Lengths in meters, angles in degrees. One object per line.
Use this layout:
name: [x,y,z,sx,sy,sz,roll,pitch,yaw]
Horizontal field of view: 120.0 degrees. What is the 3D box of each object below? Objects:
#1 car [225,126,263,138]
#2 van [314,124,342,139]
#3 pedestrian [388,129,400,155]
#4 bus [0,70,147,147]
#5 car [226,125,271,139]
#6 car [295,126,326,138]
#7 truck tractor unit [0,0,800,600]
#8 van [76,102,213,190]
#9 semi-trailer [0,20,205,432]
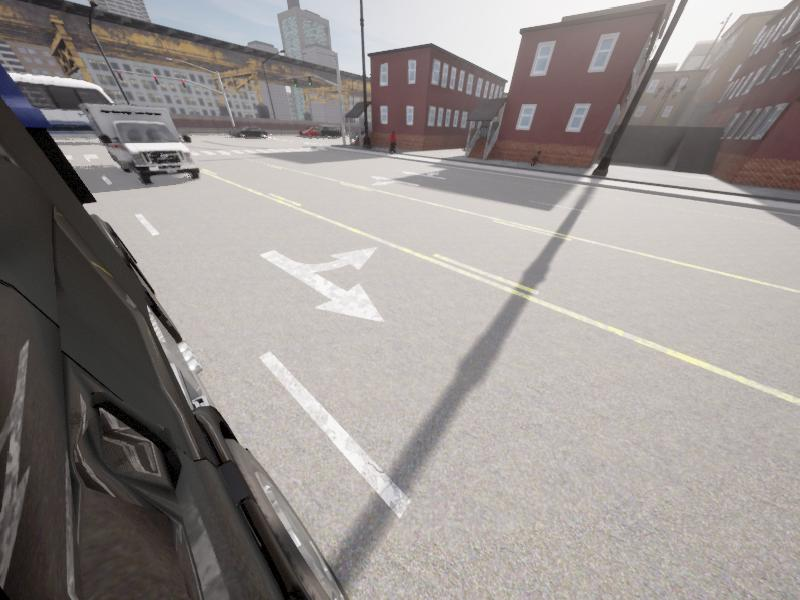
car: [-24.042,-26.027,35.748,1.994,1.385,4.181,28,44,30]
van: [-13.013,-30.563,41.985,1.775,1.987,4.442,28,44,30]
pedestrian: [-0.570,-13.986,20.441,0.751,1.860,0.751,27,43,29]
bus: [-28.148,-14.636,17.868,3.944,4.253,10.273,28,44,30]
car: [-21.805,-24.339,33.530,1.837,1.490,4.892,28,43,30]
car: [-16.547,-31.282,42.988,2.242,1.667,4.611,28,43,30]
truck tractor unit: [-2.645,-0.295,0.351,6.516,4.208,3.053,28,44,30]
van: [-11.131,-6.827,10.033,6.366,2.431,2.351,29,44,30]
semi-trailer: [-8.898,-3.463,4.018,14.254,4.402,2.717,26,43,27]
